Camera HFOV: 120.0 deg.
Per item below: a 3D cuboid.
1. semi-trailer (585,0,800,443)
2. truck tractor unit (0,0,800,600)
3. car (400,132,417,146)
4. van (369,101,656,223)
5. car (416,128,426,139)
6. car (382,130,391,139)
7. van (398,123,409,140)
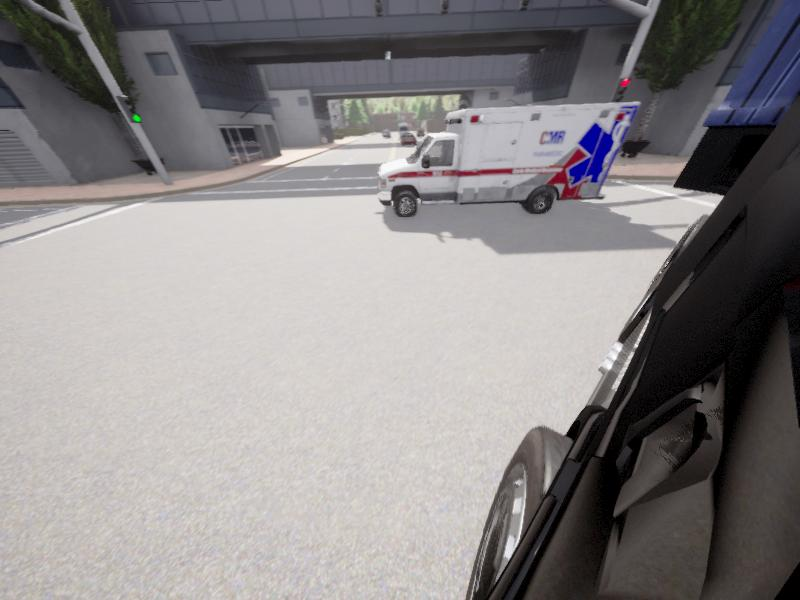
[{"bbox_3d":[9.887,-2.265,2.430,14.254,4.402,2.717,-11,37,-11],"label":"semi-trailer"},{"bbox_3d":[2.645,-0.295,0.351,6.516,4.208,3.053,-28,44,-30],"label":"truck tractor unit"},{"bbox_3d":[1.120,-22.413,32.146,1.994,1.385,4.181,-4,37,-2],"label":"car"},{"bbox_3d":[2.515,-4.014,6.792,6.366,2.431,2.351,-2,37,0],"label":"van"},{"bbox_3d":[4.197,-34.156,47.367,1.851,1.617,3.988,-1,37,2],"label":"car"},{"bbox_3d":[-2.936,-36.245,50.593,1.837,1.490,4.892,-2,37,0],"label":"car"},{"bbox_3d":[0.635,-33.998,46.563,1.988,2.561,5.915,-2,37,1],"label":"van"}]
